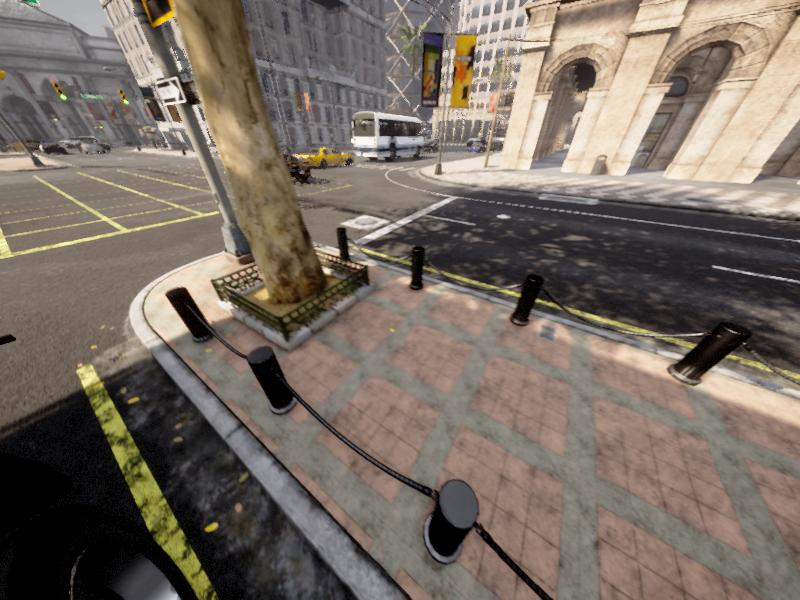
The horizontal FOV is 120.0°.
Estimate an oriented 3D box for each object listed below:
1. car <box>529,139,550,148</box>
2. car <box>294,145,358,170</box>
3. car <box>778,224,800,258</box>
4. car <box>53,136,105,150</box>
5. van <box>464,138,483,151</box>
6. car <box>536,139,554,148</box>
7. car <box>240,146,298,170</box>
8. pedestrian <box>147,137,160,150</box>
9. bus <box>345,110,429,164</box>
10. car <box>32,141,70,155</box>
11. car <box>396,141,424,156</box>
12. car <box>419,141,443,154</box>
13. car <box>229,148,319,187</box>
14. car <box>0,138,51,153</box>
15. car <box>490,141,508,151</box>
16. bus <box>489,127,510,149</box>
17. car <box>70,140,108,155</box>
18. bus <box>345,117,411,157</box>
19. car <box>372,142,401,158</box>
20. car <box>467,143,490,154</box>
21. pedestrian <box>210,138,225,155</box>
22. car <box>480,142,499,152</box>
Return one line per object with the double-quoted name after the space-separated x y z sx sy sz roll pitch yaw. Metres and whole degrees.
39.059 -43.859 64.743 4.605 1.855 1.932 12 37 16 "car"
-6.394 -12.845 20.685 1.801 1.575 5.366 23 41 29 "car"
11.032 -0.835 3.989 4.181 1.385 1.994 21 40 27 "car"
-63.562 -31.234 45.886 2.150 2.045 5.566 21 40 27 "car"
15.081 -31.717 47.181 2.069 2.038 4.480 21 39 27 "van"
42.022 -45.370 66.913 3.866 1.878 1.905 21 40 27 "car"
-11.078 -12.243 19.822 1.789 1.549 3.705 21 40 26 "car"
-44.842 -28.557 42.092 0.751 1.860 0.751 22 41 28 "pedestrian"
-0.965 -18.719 26.735 3.944 4.253 10.273 21 40 26 "bus"
-49.770 -21.744 32.942 4.974 1.542 2.038 21 40 26 "car"
1.621 -23.533 35.816 2.242 1.667 4.611 21 40 26 "car"
5.531 -26.927 40.683 1.930 1.638 5.238 21 40 27 "car"
-7.585 -8.060 13.842 5.238 1.638 1.930 21 40 27 "car"
-59.264 -24.505 36.526 4.605 1.855 1.932 5 36 7 "car"
21.381 -33.372 49.960 2.152 1.651 5.027 21 40 27 "car"
26.114 -42.919 61.240 3.944 4.253 10.273 10 36 13 "bus"
-46.848 -23.039 34.800 5.027 1.651 2.152 21 40 26 "car"
-2.813 -24.237 34.541 3.944 4.253 10.273 21 40 26 "bus"
-1.787 -20.498 31.543 1.851 1.617 3.988 21 40 26 "car"
13.863 -26.771 40.668 2.163 1.488 4.792 21 40 27 "car"
-24.915 -20.973 31.505 0.751 1.860 0.751 17 39 23 "pedestrian"
17.562 -29.995 45.227 2.007 1.525 4.514 21 40 27 "car"
